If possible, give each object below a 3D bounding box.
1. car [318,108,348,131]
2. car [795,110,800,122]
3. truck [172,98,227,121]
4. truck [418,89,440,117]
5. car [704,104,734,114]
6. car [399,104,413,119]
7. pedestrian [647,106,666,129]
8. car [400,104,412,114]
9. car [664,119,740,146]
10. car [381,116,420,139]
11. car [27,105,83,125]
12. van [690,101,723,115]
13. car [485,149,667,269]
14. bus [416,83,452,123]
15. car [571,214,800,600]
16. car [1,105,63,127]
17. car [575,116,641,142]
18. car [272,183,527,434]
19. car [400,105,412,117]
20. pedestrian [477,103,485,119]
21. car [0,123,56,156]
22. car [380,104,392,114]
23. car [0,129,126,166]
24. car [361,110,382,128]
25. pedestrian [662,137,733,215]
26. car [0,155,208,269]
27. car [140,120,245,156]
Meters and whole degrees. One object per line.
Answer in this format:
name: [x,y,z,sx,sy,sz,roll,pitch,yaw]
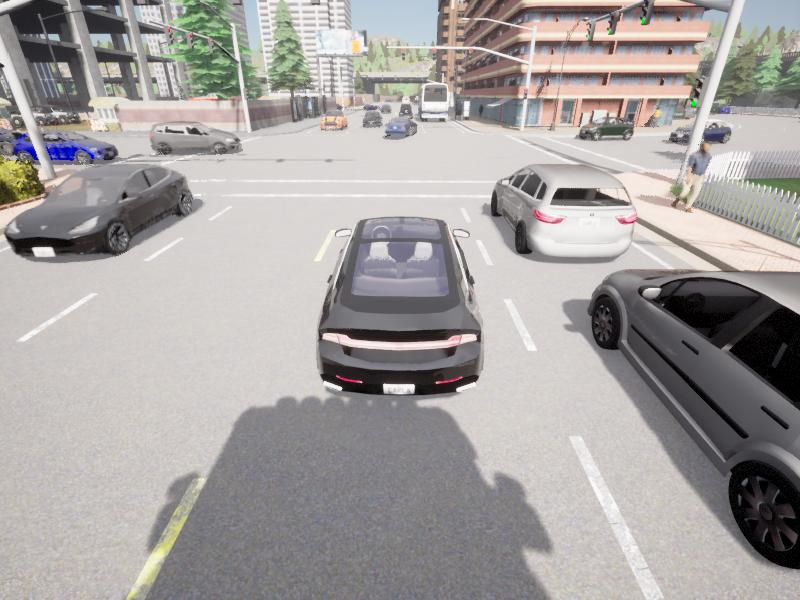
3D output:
car: [-6.452,-17.661,39.075,2.097,1.767,4.553,0,27,1]
car: [48.663,-21.427,46.610,1.837,1.490,4.892,10,29,18]
truck: [-25.063,-23.997,50.334,5.204,2.467,2.615,0,27,1]
truck: [4.447,-31.282,63.386,2.891,3.827,8.468,0,27,1]
car: [55.109,-33.002,69.184,1.816,1.474,4.193,1,27,1]
car: [0.820,-26.461,56.116,1.905,1.878,3.866,0,27,1]
pedestrian: [23.722,-16.905,37.020,0.751,1.860,0.751,-10,29,-18]
car: [1.047,-33.699,70.549,2.038,1.542,4.974,0,27,1]
car: [20.352,-11.372,27.047,3.806,1.475,1.970,-9,29,-18]
car: [0.144,-14.102,32.542,2.033,1.411,5.357,6,27,11]
car: [-36.818,-19.822,42.769,3.866,1.878,1.905,0,27,1]
van: [51.573,-32.394,67.449,1.775,1.987,4.442,1,27,1]
car: [3.607,-2.399,9.471,2.242,1.667,4.611,1,27,1]
bus: [4.142,-25.664,51.983,3.944,4.253,10.273,0,27,1]
car: [3.496,0.483,3.924,1.851,1.617,3.988,0,27,1]
car: [-36.855,-18.479,40.152,3.866,1.878,1.905,0,27,1]
car: [15.050,-12.480,29.121,3.705,1.549,1.789,-5,28,-10]
car: [0.024,-0.455,5.857,2.128,1.511,4.902,0,27,1]
car: [0.932,-29.952,63.303,1.801,1.575,5.366,0,27,1]
pedestrian: [10.653,-24.924,52.769,0.751,1.860,0.751,0,27,1]
car: [-22.758,-8.992,22.345,4.974,1.542,2.038,0,27,0]
car: [-2.455,-33.634,70.520,1.837,1.490,4.892,0,27,1]
car: [-15.992,-7.333,19.179,4.193,1.474,1.816,1,27,1]
car: [-2.900,-19.099,42.206,1.837,1.490,4.892,0,27,1]
pedestrian: [7.817,-3.282,10.596,0.751,1.860,0.751,1,27,1]
car: [-6.863,-2.369,9.620,2.163,1.488,4.792,0,27,-1]
car: [-11.522,-9.183,22.624,4.611,1.667,2.242,-2,27,-6]
